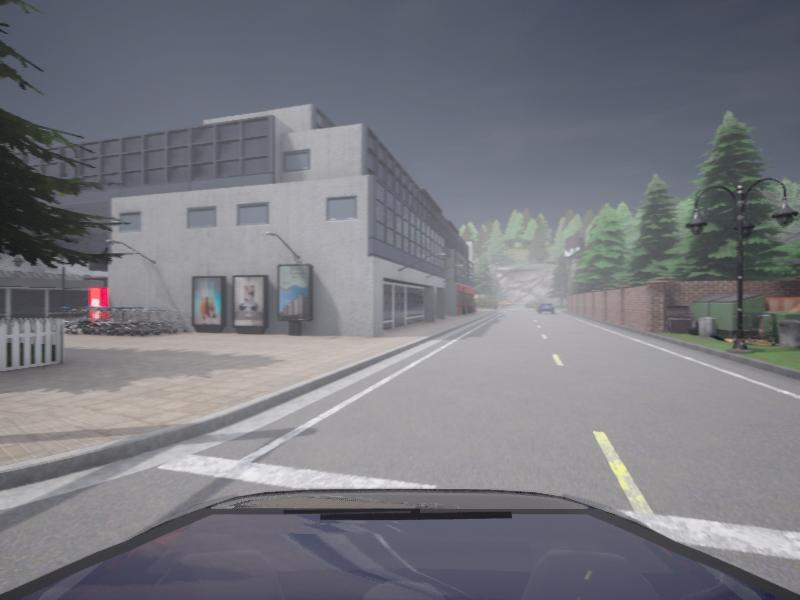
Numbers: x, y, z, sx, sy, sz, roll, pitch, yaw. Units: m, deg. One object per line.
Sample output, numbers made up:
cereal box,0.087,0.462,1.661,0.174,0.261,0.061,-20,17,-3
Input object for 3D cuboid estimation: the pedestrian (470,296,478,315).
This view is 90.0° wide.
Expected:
pedestrian,7.359,0.557,39.885,0.751,1.860,0.751,0,0,16

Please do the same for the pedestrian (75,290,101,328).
pedestrian,-15.992,0.453,20.531,0.751,1.860,0.751,0,0,21

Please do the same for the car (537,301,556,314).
car,18.619,0.938,50.999,2.007,1.525,4.514,0,0,17
